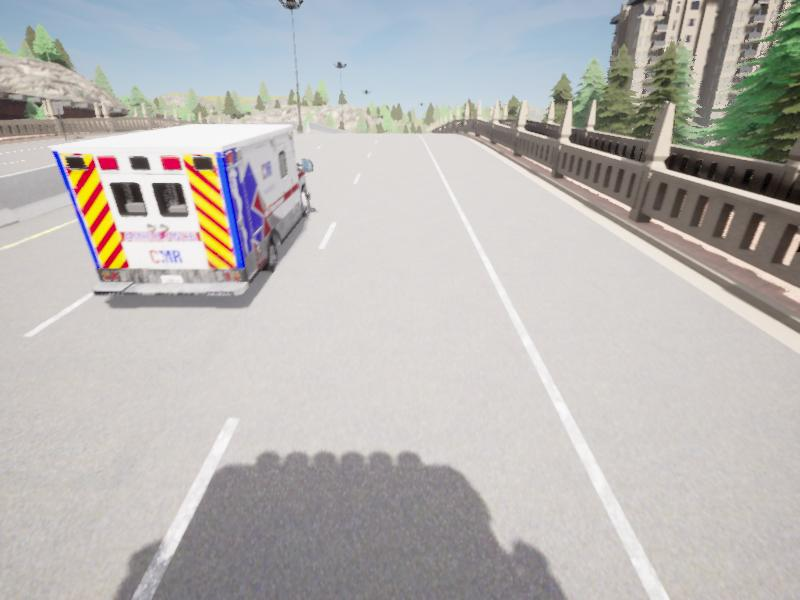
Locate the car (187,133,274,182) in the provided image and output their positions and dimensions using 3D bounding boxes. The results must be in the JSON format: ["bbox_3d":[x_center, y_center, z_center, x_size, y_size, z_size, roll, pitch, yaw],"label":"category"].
[{"bbox_3d":[-6.985,-6.141,16.968,1.970,1.475,3.806,0,27,0],"label":"car"}]

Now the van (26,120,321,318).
[{"bbox_3d":[-3.488,-2.263,8.380,2.351,2.431,6.366,0,27,0],"label":"van"}]
